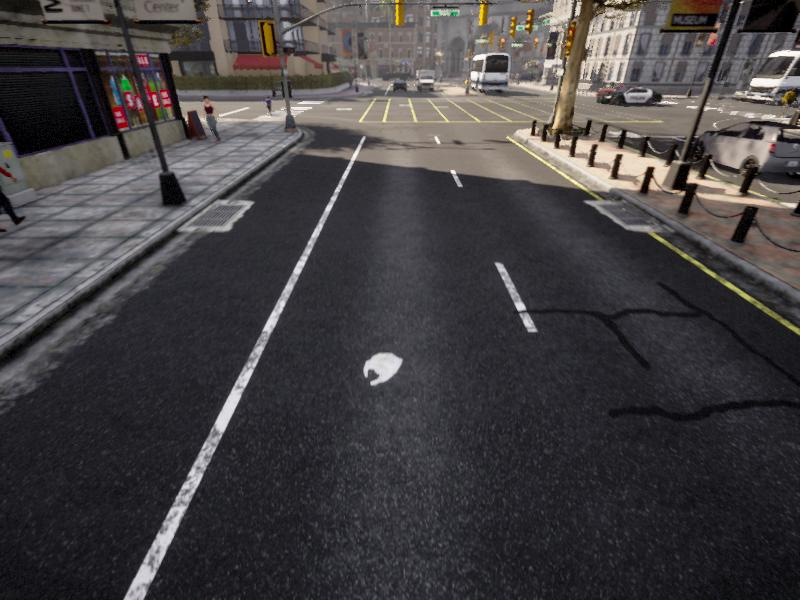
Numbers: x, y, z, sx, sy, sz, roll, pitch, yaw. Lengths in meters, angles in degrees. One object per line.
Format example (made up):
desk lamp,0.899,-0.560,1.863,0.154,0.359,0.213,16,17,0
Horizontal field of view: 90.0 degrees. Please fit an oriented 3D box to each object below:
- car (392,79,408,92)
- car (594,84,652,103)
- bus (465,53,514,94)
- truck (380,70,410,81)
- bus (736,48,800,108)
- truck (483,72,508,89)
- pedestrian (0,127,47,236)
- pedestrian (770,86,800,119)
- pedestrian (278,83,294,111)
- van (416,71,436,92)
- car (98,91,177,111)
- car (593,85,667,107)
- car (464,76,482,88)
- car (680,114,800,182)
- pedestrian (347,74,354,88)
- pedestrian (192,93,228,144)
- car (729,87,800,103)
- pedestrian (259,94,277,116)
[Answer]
car,-0.002,-29.265,54.558,2.033,1.411,5.357,0,30,0
car,21.661,-20.233,39.094,4.674,1.442,1.812,11,33,19
bus,11.377,-29.537,52.191,3.944,4.253,10.273,0,30,0
truck,-1.115,-50.547,90.182,6.274,2.098,2.390,8,31,13
bus,36.010,-18.894,34.033,10.273,4.253,3.944,0,30,0
truck,14.999,-34.779,63.274,2.390,2.098,6.274,0,30,0
pedestrian,-7.825,-2.255,7.644,0.751,1.860,0.751,3,30,5
pedestrian,25.388,-12.953,26.209,0.751,1.860,0.751,-2,30,-3
pedestrian,-8.658,-15.438,30.447,0.751,1.860,0.751,2,30,3
van,3.497,-29.944,54.694,2.351,2.431,6.366,0,30,0
car,-20.600,-15.752,31.588,4.718,1.301,1.895,0,30,0
car,19.888,-17.734,34.745,4.974,1.542,2.038,0,30,0
car,11.499,-34.608,63.495,1.801,1.575,5.366,0,30,0
car,11.508,-5.102,13.181,1.845,1.501,3.633,0,30,0
pedestrian,-7.238,-31.936,58.306,0.751,1.860,0.751,0,30,0
pedestrian,-7.941,-7.627,16.814,0.751,1.860,0.751,0,30,-1
car,34.481,-19.445,37.896,4.718,1.301,1.895,0,30,0
pedestrian,-9.024,-13.339,27.419,0.751,1.300,0.751,2,30,4
